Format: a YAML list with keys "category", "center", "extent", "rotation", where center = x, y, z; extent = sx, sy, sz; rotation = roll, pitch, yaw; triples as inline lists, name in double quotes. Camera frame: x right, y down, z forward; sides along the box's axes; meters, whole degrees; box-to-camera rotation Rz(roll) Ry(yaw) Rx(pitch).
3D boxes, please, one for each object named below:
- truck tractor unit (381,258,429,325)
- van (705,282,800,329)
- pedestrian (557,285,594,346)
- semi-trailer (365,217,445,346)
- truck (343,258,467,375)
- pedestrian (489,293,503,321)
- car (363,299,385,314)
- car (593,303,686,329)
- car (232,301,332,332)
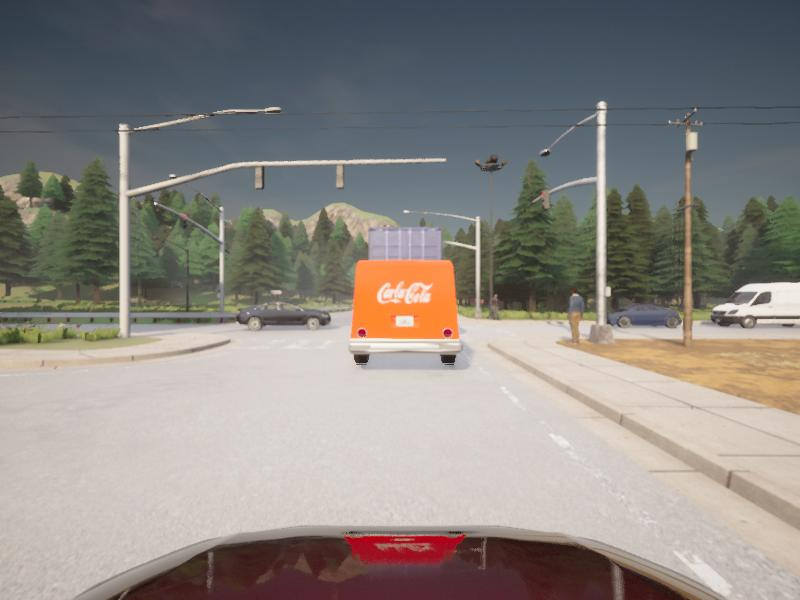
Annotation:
- category: "truck tractor unit"
  center: [0.347, -0.562, 28.658]
  extent: [3.053, 4.208, 6.516]
  rotation: [0, 1, 1]
- category: "van"
  center: [21.240, 0.314, 22.965]
  extent: [5.915, 2.561, 1.988]
  rotation: [0, 0, 2]
- category: "pedestrian"
  center: [5.543, 0.469, 12.677]
  extent: [0.751, 1.860, 0.751]
  rotation: [0, 0, -18]
- category: "semi-trailer"
  center: [0.261, -0.639, 20.748]
  extent: [2.717, 4.402, 14.254]
  rotation: [0, 0, 1]
- category: "truck"
  center: [0.136, 0.339, 11.061]
  extent: [2.627, 2.467, 5.204]
  rotation: [0, 0, 1]
- category: "pedestrian"
  center: [6.498, 0.470, 27.100]
  extent: [0.751, 1.860, 0.751]
  rotation: [0, 0, 1]
- category: "car"
  center: [-2.918, 0.686, 45.948]
  extent: [2.242, 1.667, 4.611]
  rotation: [0, 0, 1]
- category: "car"
  center: [13.759, 0.898, 23.192]
  extent: [4.181, 1.385, 1.994]
  rotation: [0, 0, 2]
- category: "car"
  center: [-6.133, 0.824, 21.317]
  extent: [4.902, 1.511, 2.128]
  rotation: [0, 0, -11]
